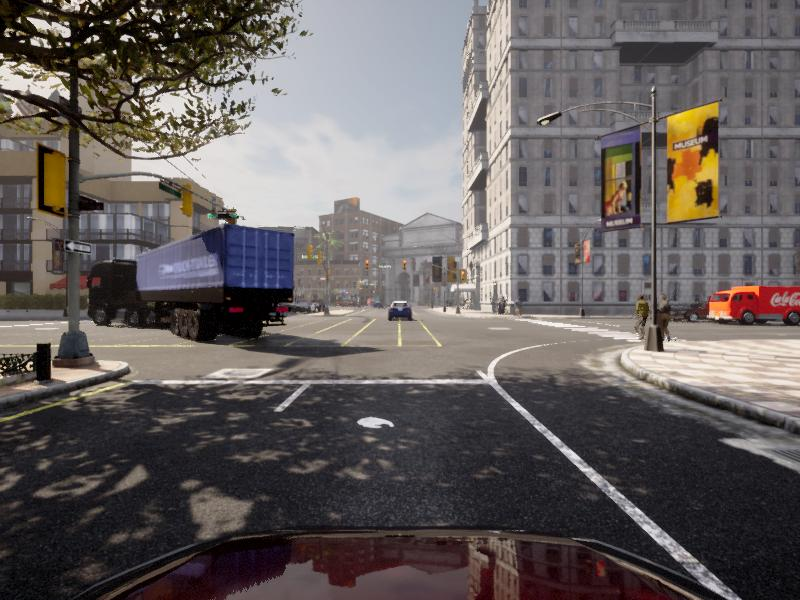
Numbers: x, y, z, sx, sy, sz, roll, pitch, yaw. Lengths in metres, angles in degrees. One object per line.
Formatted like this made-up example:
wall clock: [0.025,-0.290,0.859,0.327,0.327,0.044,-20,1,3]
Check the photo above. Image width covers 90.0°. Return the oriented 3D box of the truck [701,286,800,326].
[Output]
truck: [23.036,0.356,25.821,5.204,2.467,2.627,0,0,-1]

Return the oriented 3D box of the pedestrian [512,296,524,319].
pedestrian: [9.960,0.636,33.786,0.751,1.860,0.751,0,0,-1]

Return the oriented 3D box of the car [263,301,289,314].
car: [-14.984,0.852,48.417,1.970,1.475,3.806,0,0,0]

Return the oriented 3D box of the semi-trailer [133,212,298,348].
semi-trailer: [-9.709,-0.625,19.134,2.717,4.402,14.254,1,-1,-43]

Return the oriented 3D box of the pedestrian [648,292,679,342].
pedestrian: [10.048,0.637,15.276,0.751,1.860,0.751,0,0,6]

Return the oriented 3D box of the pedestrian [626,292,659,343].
pedestrian: [9.136,0.637,15.108,0.751,1.860,0.751,0,0,-7]

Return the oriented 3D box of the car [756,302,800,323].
car: [29.673,0.894,29.345,5.357,1.411,2.033,0,0,0]

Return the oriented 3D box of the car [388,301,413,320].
car: [0.011,0.852,33.018,1.970,1.475,3.806,0,0,0]

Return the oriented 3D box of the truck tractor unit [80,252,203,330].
truck tractor unit: [-15.612,-0.522,24.199,6.516,4.208,3.053,0,0,22]

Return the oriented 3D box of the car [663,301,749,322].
car: [22.330,0.844,29.310,4.892,1.490,1.837,0,0,0]

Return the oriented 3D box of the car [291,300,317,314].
car: [-11.489,0.825,48.237,2.038,1.542,4.974,0,0,0]

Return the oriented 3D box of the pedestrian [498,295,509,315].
pedestrian: [9.687,0.484,37.508,0.751,1.860,0.751,0,0,-7]
